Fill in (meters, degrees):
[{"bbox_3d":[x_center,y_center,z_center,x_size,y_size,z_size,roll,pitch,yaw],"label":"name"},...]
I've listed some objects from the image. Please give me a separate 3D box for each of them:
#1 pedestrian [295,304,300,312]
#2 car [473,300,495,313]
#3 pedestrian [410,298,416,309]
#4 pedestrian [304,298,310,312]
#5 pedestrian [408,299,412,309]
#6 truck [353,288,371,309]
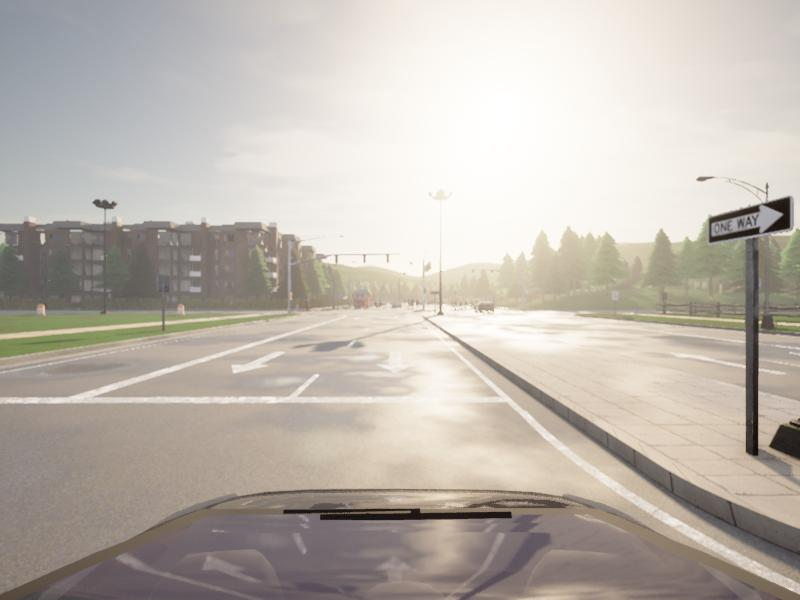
[{"bbox_3d":[-14.328,1.080,55.875,0.500,1.100,0.500,0,0,9],"label":"pedestrian"},{"bbox_3d":[11.364,0.829,54.353,1.930,1.638,5.238,0,0,0],"label":"car"},{"bbox_3d":[2.169,0.557,67.483,0.751,1.860,0.751,0,0,-11],"label":"pedestrian"},{"bbox_3d":[-13.029,0.696,55.947,0.751,1.860,0.751,0,0,-3],"label":"pedestrian"},{"bbox_3d":[1.812,0.665,74.776,0.751,1.860,0.751,0,0,-2],"label":"pedestrian"},{"bbox_3d":[-7.383,-0.235,79.262,2.891,3.827,8.468,0,0,-1],"label":"truck"}]
